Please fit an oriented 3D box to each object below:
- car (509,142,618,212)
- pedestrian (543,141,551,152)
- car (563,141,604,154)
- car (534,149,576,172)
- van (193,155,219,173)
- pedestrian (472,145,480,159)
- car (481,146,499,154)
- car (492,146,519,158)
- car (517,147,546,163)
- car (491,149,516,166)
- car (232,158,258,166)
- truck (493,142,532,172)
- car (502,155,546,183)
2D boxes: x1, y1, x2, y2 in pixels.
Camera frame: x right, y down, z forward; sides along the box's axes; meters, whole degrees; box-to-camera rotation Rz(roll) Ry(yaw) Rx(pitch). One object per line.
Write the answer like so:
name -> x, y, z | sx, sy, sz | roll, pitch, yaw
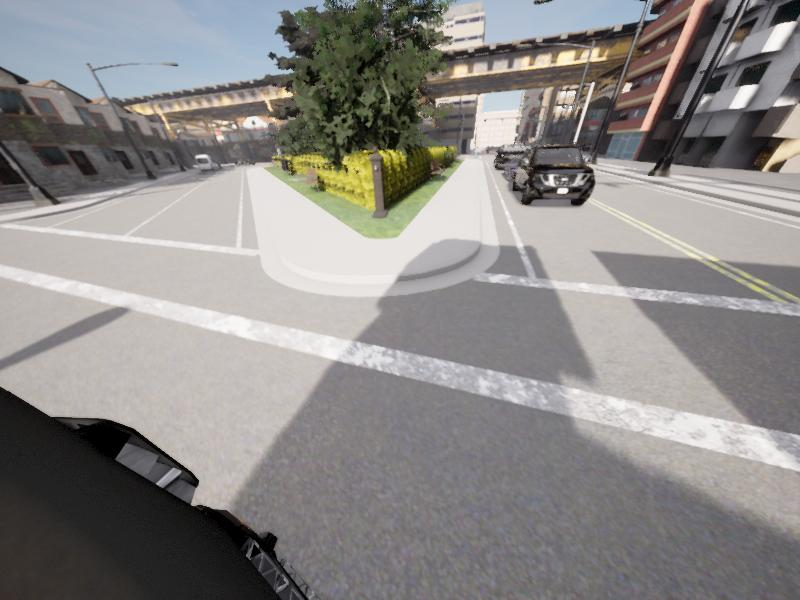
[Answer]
car -> 6.461, -5.624, 10.161 | 2.150, 2.045, 5.566 | 7, 35, 14
pedestrian -> 32.236, -33.619, 50.535 | 0.751, 1.860, 0.751 | -5, 33, -3
car -> 33.247, -27.755, 42.077 | 5.238, 1.638, 1.930 | 6, 34, 14
car -> 13.698, -12.621, 20.775 | 1.812, 1.442, 4.674 | 7, 35, 14
van -> -34.362, -24.300, 41.108 | 1.988, 2.561, 5.915 | -18, 36, -22
pedestrian -> 11.857, -23.052, 36.033 | 0.751, 1.860, 0.751 | 18, 39, 28
car -> 22.076, -36.812, 56.698 | 2.038, 1.542, 4.974 | 23, 42, 34
car -> 18.924, -26.522, 41.403 | 4.902, 1.511, 2.128 | -26, 40, -31
car -> 16.687, -18.616, 29.608 | 2.163, 1.488, 4.792 | 6, 34, 13
car -> 12.594, -17.557, 28.310 | 2.163, 1.488, 4.792 | 7, 35, 14
car -> -38.297, -34.184, 57.209 | 5.238, 1.638, 1.930 | 7, 35, 14
truck -> 10.653, -13.942, 22.412 | 2.390, 2.098, 6.274 | 7, 35, 15
car -> 8.463, -9.265, 16.215 | 1.895, 1.301, 4.718 | 7, 35, 14
